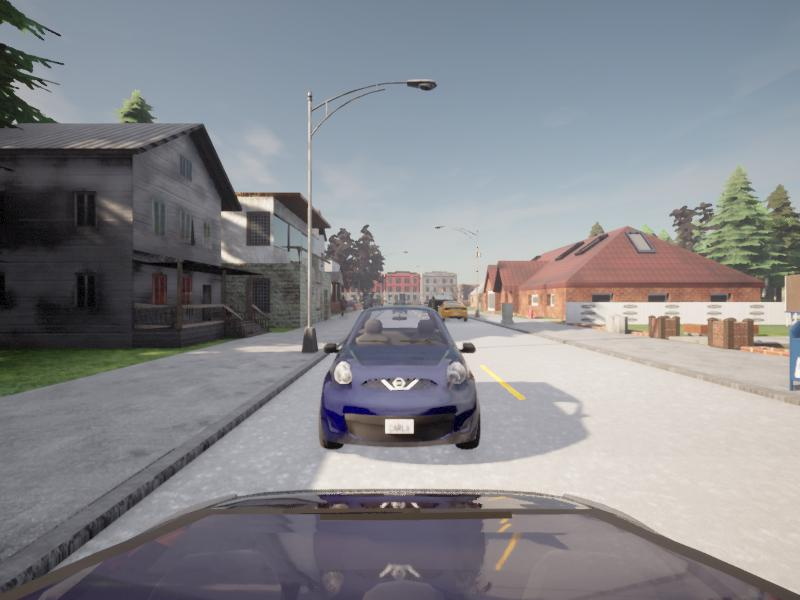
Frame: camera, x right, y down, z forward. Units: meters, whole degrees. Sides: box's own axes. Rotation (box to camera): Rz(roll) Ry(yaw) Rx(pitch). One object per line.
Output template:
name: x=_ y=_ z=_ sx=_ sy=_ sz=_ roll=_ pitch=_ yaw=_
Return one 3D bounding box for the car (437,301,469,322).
car: x=3.994 y=0.820 z=30.939 sx=1.882 sy=1.535 sz=5.008 roll=0 pitch=0 yaw=0

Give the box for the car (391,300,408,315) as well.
car: x=-0.010 y=0.785 z=45.480 sx=1.851 sy=1.617 sz=3.988 roll=0 pitch=0 yaw=0

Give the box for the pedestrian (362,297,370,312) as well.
pedestrian: x=-4.099 y=0.529 z=48.389 sx=0.751 sy=1.860 sz=0.751 roll=0 pitch=0 yaw=14

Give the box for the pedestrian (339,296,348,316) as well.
pedestrian: x=-5.134 y=0.530 z=36.290 sx=0.751 sy=1.860 sz=0.751 roll=0 pitch=0 yaw=-4

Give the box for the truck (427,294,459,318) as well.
truck: x=3.989 y=0.539 z=38.405 sx=2.390 sy=2.098 sz=6.274 roll=0 pitch=0 yaw=0

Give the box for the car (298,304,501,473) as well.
car: x=-0.005 y=0.826 z=5.460 sx=1.845 sy=1.501 sz=3.633 roll=0 pitch=0 yaw=0

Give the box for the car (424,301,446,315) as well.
car: x=3.980 y=0.832 z=46.141 sx=2.128 sy=1.511 sz=4.902 roll=0 pitch=0 yaw=0
